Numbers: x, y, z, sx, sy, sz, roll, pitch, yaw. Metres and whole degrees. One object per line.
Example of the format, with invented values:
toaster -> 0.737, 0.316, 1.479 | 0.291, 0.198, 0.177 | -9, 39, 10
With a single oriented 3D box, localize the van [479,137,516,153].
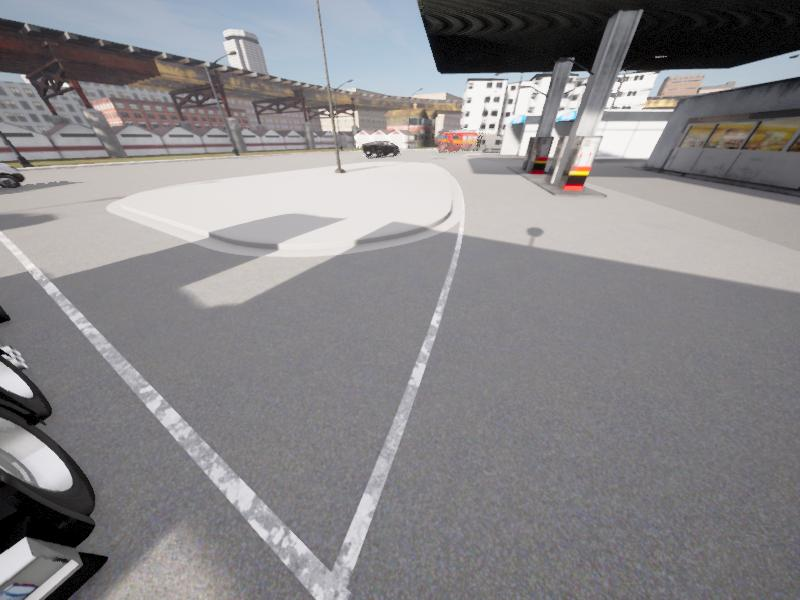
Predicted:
van -> 18.554, -29.645, 44.174 | 5.915, 2.561, 1.988 | -5, 35, -8

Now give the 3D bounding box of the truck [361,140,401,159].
truck -> -2.700, -22.549, 34.529 | 2.390, 2.098, 6.274 | 21, 40, 28

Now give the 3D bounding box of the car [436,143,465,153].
car -> 9.975, -30.154, 45.769 | 5.027, 1.651, 2.152 | -13, 37, -18

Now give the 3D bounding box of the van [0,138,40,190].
van -> -23.380, -6.409, 11.128 | 1.988, 2.561, 5.915 | 0, 35, 4

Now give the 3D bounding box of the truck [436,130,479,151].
truck -> 12.750, -35.690, 51.768 | 8.468, 3.827, 2.891 | -6, 35, -9

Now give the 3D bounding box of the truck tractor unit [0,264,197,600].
truck tractor unit -> -5.115, -0.295, 0.788 | 6.516, 4.208, 3.053 | 18, 39, 24
